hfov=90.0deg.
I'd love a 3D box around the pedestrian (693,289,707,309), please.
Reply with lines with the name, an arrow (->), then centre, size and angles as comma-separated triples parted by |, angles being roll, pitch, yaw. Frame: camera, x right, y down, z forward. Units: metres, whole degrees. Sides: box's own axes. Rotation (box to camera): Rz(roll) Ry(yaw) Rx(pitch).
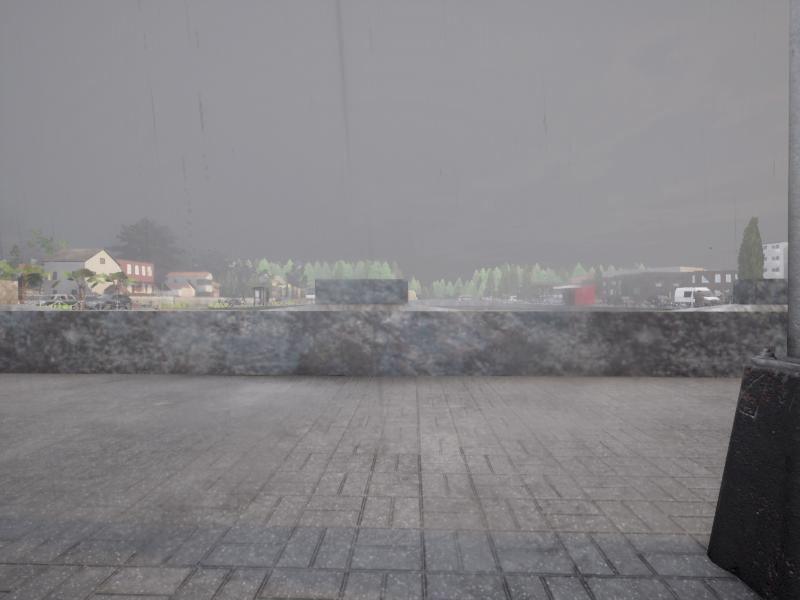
pedestrian -> 28.317, -0.053, 37.778 | 0.751, 1.860, 0.751 | 0, 0, 1

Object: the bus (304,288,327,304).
bus -> -22.982, -1.139, 109.699 | 3.944, 4.253, 10.273 | 0, 0, 2

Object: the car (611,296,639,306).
car -> 37.426, 0.168, 66.742 | 2.033, 1.649, 4.856 | 0, 0, 2

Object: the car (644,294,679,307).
car -> 37.100, 0.094, 56.978 | 2.097, 1.767, 4.553 | 0, 0, 2

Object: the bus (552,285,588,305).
bus -> 38.351, -1.139, 90.771 | 3.944, 4.253, 10.273 | 0, 0, 2

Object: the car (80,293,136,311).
car -> -29.211, 0.178, 40.270 | 2.033, 1.649, 4.856 | 0, 0, 2

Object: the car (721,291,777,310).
car -> 36.603, 0.052, 42.120 | 1.932, 1.855, 4.605 | 0, 0, 2

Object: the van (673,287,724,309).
van -> 36.850, -0.278, 49.652 | 1.988, 2.561, 5.915 | 0, 0, 2

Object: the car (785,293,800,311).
car -> 36.340, 0.201, 34.239 | 1.801, 1.575, 5.366 | 0, 0, 2

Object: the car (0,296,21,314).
car -> -29.630, 0.344, 27.856 | 1.895, 1.301, 4.718 | 0, 0, 2

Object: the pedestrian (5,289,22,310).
pedestrian -> -34.457, -0.067, 35.677 | 0.751, 1.860, 0.751 | 0, 0, 1

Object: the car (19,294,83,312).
car -> -29.422, 0.253, 33.891 | 1.970, 1.475, 3.806 | 0, 0, 2
